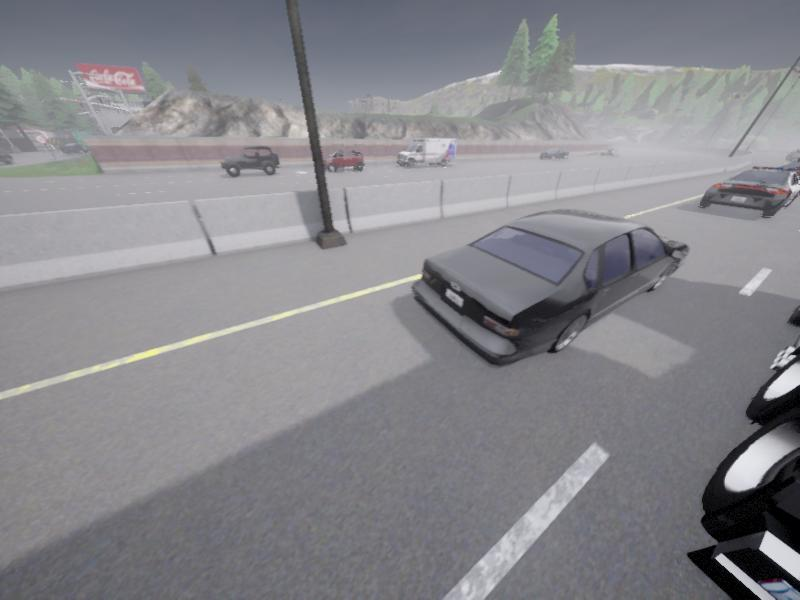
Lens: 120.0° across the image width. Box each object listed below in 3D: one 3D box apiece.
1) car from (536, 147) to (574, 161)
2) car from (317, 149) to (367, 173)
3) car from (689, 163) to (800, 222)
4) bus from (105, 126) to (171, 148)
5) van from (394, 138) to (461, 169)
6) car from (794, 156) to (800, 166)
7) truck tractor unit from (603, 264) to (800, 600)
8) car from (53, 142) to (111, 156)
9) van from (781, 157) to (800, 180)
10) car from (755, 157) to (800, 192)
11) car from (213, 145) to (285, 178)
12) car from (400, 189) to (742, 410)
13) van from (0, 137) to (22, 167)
[{"bbox_3d":[22.082,-20.824,32.952,5.008,1.535,1.882,-18,39,-25],"label":"car"},{"bbox_3d":[-4.958,-12.060,19.987,3.705,1.549,1.789,-18,39,-24],"label":"car"},{"bbox_3d":[14.640,-4.566,9.440,4.974,1.542,2.038,-18,39,-25],"label":"car"},{"bbox_3d":[-65.041,-40.891,58.091,3.944,4.253,10.273,2,35,3],"label":"bus"},{"bbox_3d":[2.746,-14.909,23.418,6.366,2.431,2.351,-18,39,-24],"label":"van"},{"bbox_3d":[52.232,-18.034,28.850,5.566,2.045,2.150,-24,42,-30],"label":"car"},{"bbox_3d":[5.115,-0.293,0.802,6.516,4.208,3.053,-18,38,-24],"label":"truck tractor unit"},{"bbox_3d":[-46.553,-22.270,34.021,1.882,1.535,5.008,-1,35,-3],"label":"car"},{"bbox_3d":[33.082,-10.956,17.988,5.915,2.561,1.988,-18,39,-25],"label":"van"},{"bbox_3d":[24.990,-7.909,14.387,4.974,1.542,2.038,-18,39,-24],"label":"car"},{"bbox_3d":[-10.964,-10.258,17.020,3.866,1.878,1.905,-18,39,-24],"label":"car"},{"bbox_3d":[2.828,-0.688,3.833,5.357,1.411,2.033,-18,39,-25],"label":"car"},{"bbox_3d":[-34.826,-12.067,18.429,1.988,2.561,5.915,-18,39,-25],"label":"van"}]
